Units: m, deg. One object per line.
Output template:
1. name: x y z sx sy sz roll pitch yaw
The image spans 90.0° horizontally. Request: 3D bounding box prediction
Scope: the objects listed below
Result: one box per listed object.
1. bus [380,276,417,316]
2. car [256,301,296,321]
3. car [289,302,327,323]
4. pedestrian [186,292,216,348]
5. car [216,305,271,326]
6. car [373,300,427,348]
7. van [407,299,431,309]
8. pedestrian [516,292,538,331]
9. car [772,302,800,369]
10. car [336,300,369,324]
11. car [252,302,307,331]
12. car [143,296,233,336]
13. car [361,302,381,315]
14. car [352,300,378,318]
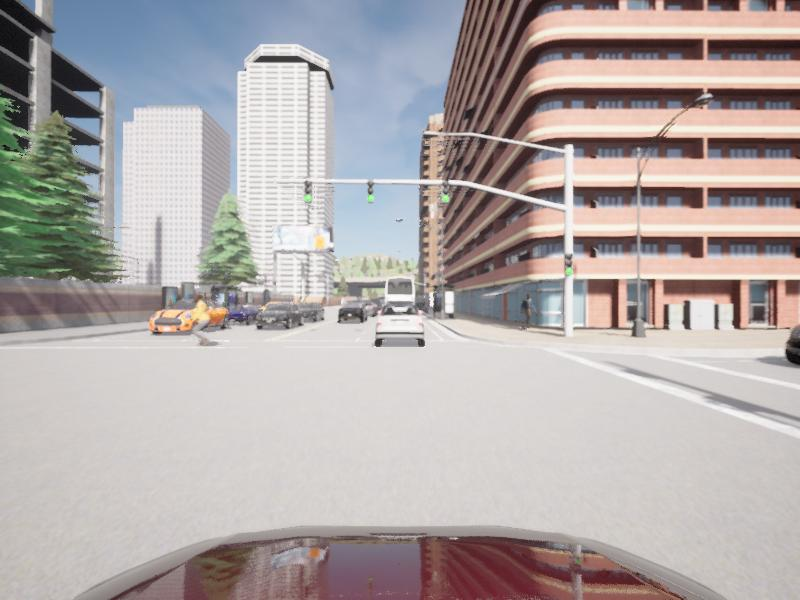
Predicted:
1. bus: -0.116 -0.405 47.715 3.944 4.253 10.273 0 0 0
2. car: -10.499 0.891 34.216 1.882 1.535 5.008 0 0 0
3. car: -7.000 0.914 30.984 1.837 1.490 4.892 0 0 0
4. pedestrian: -6.717 0.657 13.549 0.751 1.860 0.751 0 0 -11
5. car: -10.500 0.996 27.285 1.895 1.301 4.718 0 0 0
6. car: 0.000 0.833 15.517 1.851 1.617 3.988 0 -1 0
7. van: 3.667 0.803 77.900 4.442 1.987 1.775 0 0 0
8. pedestrian: 6.298 0.564 19.873 0.751 1.860 0.751 0 0 -10
9. car: 11.158 0.827 9.365 3.705 1.549 1.789 0 0 -12
10. car: -3.521 0.849 30.698 1.930 1.638 5.238 0 0 0
11. car: -6.997 0.898 23.775 1.837 1.490 4.892 0 0 0
12. car: -10.499 0.731 20.283 2.097 1.767 4.553 0 0 0
13. car: -3.497 1.016 49.399 2.033 1.411 5.357 0 0 0
14. car: -3.501 0.858 40.788 2.242 1.667 4.611 0 0 0
